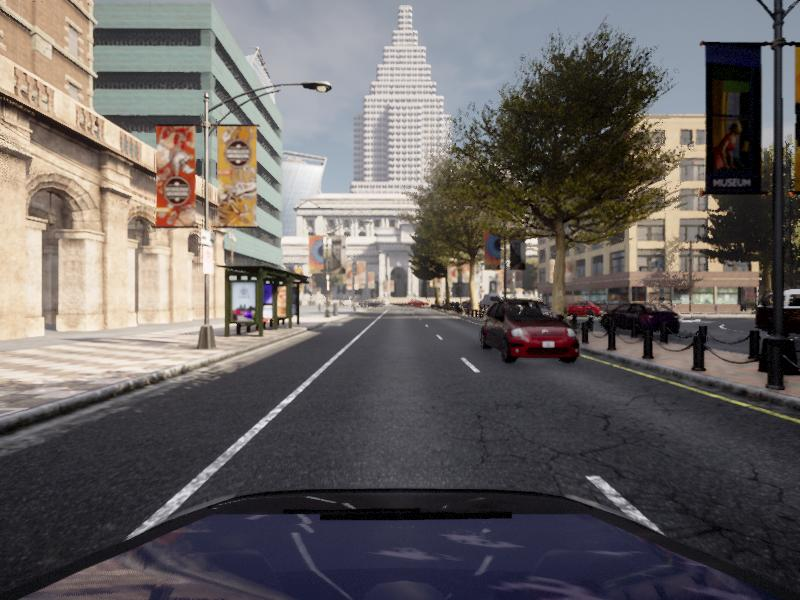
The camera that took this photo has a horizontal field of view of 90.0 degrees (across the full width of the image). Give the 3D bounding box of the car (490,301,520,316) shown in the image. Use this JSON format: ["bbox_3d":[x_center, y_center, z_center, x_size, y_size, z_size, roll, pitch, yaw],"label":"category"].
[{"bbox_3d":[11.325,0.828,43.412,1.882,1.535,5.008,0,0,0],"label":"car"}]

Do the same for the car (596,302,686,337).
[{"bbox_3d":[11.419,0.857,19.337,1.816,1.474,4.193,0,0,0],"label":"car"}]

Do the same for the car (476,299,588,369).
[{"bbox_3d":[3.451,0.790,11.300,1.851,1.617,3.988,0,0,0],"label":"car"}]

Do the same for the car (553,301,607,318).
[{"bbox_3d":[16.826,0.859,37.550,1.816,1.474,4.193,-1,0,-40],"label":"car"}]

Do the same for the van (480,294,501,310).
[{"bbox_3d":[14.744,0.331,65.431,1.988,2.561,5.915,0,0,0],"label":"van"}]

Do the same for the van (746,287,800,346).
[{"bbox_3d":[14.966,0.573,13.889,2.069,2.038,4.480,0,0,0],"label":"van"}]
